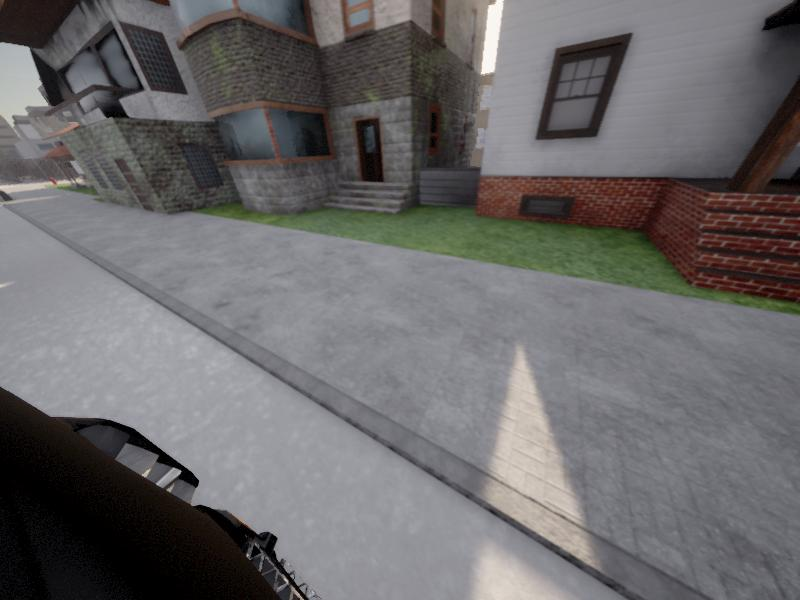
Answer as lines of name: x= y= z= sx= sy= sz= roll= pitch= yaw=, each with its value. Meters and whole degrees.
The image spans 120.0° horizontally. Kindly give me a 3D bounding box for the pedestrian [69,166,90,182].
pedestrian: x=-43.102 y=-17.005 z=31.104 sx=0.751 sy=1.860 sz=0.751 roll=16 pitch=38 yaw=26
